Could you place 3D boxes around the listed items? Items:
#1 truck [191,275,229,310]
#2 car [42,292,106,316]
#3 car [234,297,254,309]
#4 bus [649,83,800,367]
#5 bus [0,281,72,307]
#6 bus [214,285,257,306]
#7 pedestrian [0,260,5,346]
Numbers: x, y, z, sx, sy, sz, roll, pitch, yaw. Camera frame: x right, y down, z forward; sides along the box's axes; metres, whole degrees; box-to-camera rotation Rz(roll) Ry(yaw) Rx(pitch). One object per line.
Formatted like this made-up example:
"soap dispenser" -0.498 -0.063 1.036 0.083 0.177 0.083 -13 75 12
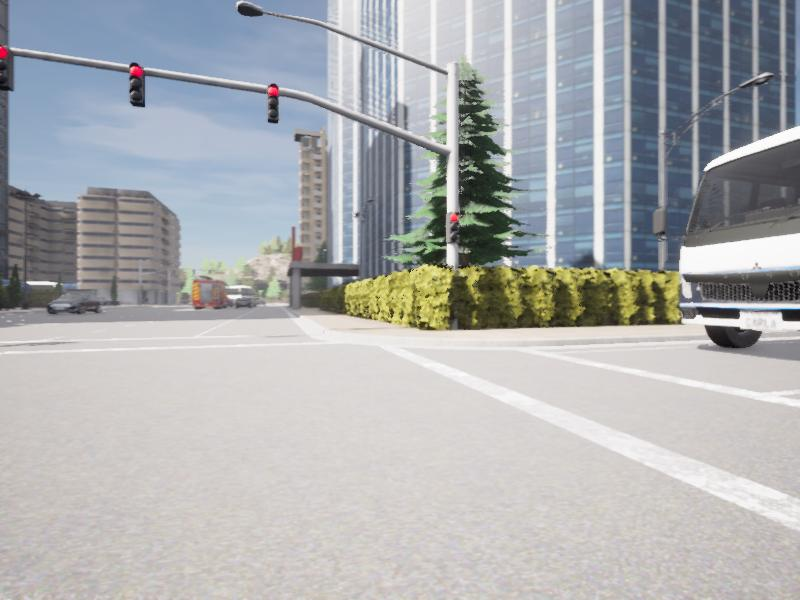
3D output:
"truck" -22.702 -0.790 48.246 2.891 3.827 8.468 0 0 -17
"car" -24.421 0.264 30.219 2.033 1.649 4.856 0 0 -17
"car" -20.105 0.375 51.661 2.128 1.511 4.902 0 0 -17
"bus" 10.738 -1.114 8.028 10.273 4.253 3.944 0 0 -17
"bus" -62.537 -0.942 67.689 10.273 4.253 3.944 0 0 -17
"bus" -35.722 -0.907 86.806 10.273 4.253 3.944 0 0 36
"pedestrian" -9.184 0.065 8.667 0.751 1.860 0.751 0 0 32
